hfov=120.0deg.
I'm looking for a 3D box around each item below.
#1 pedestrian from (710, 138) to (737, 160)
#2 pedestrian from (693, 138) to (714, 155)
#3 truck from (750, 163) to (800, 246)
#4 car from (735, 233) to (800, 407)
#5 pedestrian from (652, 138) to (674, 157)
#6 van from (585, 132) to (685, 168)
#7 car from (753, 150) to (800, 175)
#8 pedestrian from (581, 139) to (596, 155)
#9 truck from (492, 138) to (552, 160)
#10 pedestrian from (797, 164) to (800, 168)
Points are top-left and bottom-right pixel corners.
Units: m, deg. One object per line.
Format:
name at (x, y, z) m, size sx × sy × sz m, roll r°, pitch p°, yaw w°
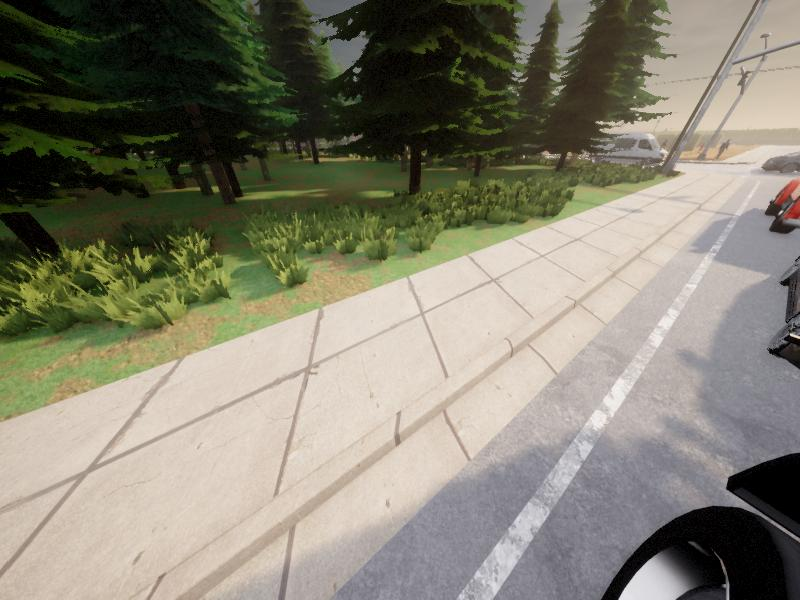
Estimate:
pedestrian at (33.563, -15.659, 24.002) m, size 0.751 × 1.860 × 0.751 m, roll 22°, pitch 41°, yaw 28°
pedestrian at (39.510, -20.006, 30.130) m, size 0.751 × 1.860 × 0.751 m, roll 21°, pitch 40°, yaw 27°
truck at (12.430, -3.014, 5.962) m, size 5.204 × 2.467 × 2.627 m, roll -23°, pitch 41°, yaw -28°
car at (6.439, -0.040, 2.635) m, size 4.902 × 1.511 × 2.128 m, roll -22°, pitch 41°, yaw -28°
pedestrian at (31.015, -17.963, 27.288) m, size 0.751 × 1.860 × 0.751 m, roll -2°, pitch 35°, yaw -2°
van at (22.008, -14.433, 22.093) m, size 1.988 × 2.561 × 5.915 m, roll -22°, pitch 41°, yaw -28°
car at (29.308, -9.724, 16.355) m, size 4.181 × 1.385 × 1.994 m, roll 16°, pitch 38°, yaw 22°
pedestrian at (25.210, -20.474, 30.915) m, size 0.751 × 1.860 × 0.751 m, roll -20°, pitch 40°, yaw -25°
truck at (15.502, -19.596, 29.846) m, size 2.390 × 2.098 × 6.274 m, roll -22°, pitch 41°, yaw -28°
pedestrian at (34.265, -11.928, 18.968) m, size 0.751 × 1.860 × 0.751 m, roll -28°, pitch 44°, yaw -34°
